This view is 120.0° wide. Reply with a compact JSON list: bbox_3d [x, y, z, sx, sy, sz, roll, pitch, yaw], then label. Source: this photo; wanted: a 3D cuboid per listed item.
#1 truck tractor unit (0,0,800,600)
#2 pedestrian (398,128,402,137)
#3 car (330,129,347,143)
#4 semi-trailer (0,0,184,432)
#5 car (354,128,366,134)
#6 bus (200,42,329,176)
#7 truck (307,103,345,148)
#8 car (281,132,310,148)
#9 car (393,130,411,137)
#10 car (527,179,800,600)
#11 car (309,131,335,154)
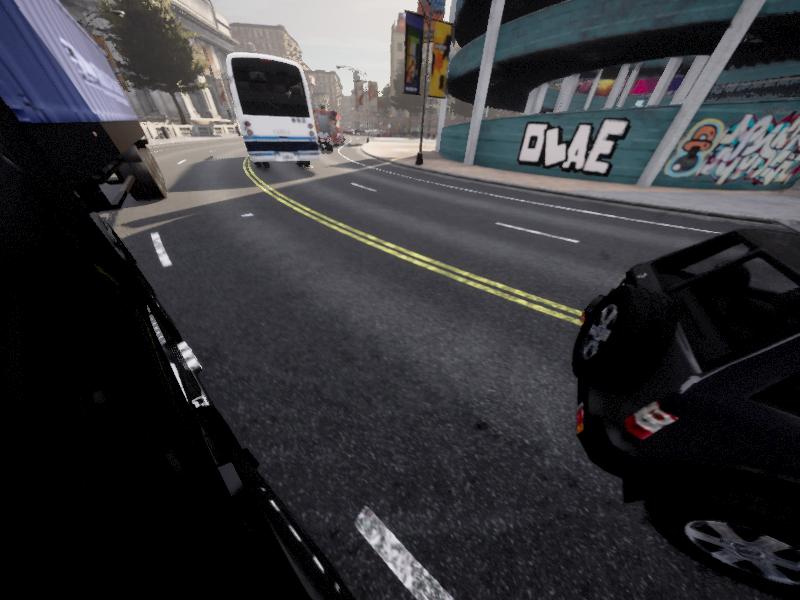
[{"bbox_3d":[-2.645,-0.295,0.351,6.516,4.208,3.053,28,44,30],"label":"truck tractor unit"},{"bbox_3d":[-0.010,-44.135,60.756,0.751,1.860,0.751,1,37,-2],"label":"pedestrian"},{"bbox_3d":[-9.723,-26.227,36.797,1.801,1.575,5.366,-1,37,-5],"label":"car"},{"bbox_3d":[-7.873,-4.058,4.905,2.717,4.402,14.254,-25,45,-31],"label":"semi-trailer"},{"bbox_3d":[-12.543,-52.966,72.472,1.812,1.442,4.674,-22,43,-28],"label":"car"},{"bbox_3d":[-8.004,-10.723,13.937,3.944,4.253,10.273,-17,40,-24],"label":"bus"},{"bbox_3d":[-8.840,-21.573,28.756,2.891,3.827,8.468,-2,37,-6],"label":"truck"},{"bbox_3d":[-11.988,-18.661,26.798,1.895,1.301,4.718,-3,37,-7],"label":"car"},{"bbox_3d":[0.601,-47.272,65.555,4.902,1.511,2.128,-2,37,-6],"label":"car"},{"bbox_3d":[3.511,0.949,0.993,4.605,1.855,1.932,23,42,25],"label":"car"},{"bbox_3d":[-7.583,-15.491,22.617,2.038,1.542,4.974,-7,38,-13],"label":"car"}]
